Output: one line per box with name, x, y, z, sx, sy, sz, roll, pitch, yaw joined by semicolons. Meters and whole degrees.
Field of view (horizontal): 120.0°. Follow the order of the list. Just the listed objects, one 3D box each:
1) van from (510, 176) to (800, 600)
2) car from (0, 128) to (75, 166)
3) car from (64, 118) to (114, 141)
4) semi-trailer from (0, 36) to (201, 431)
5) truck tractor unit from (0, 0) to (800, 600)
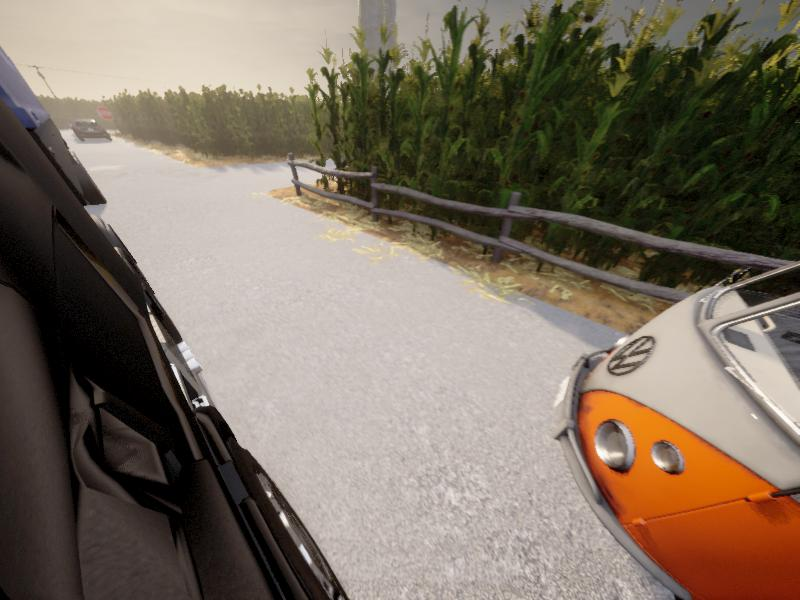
van;3.107;1.239;0.535;4.442;1.987;1.775;28;44;30
car;-19.598;-8.289;12.403;4.718;1.301;1.895;28;43;29
car;-30.992;-17.003;23.022;4.611;1.667;2.242;28;44;30
semi-trailer;-8.661;-3.631;4.263;14.254;4.402;2.717;29;44;30
truck tractor unit;-2.645;-0.295;0.352;6.516;4.208;3.053;28;44;30
